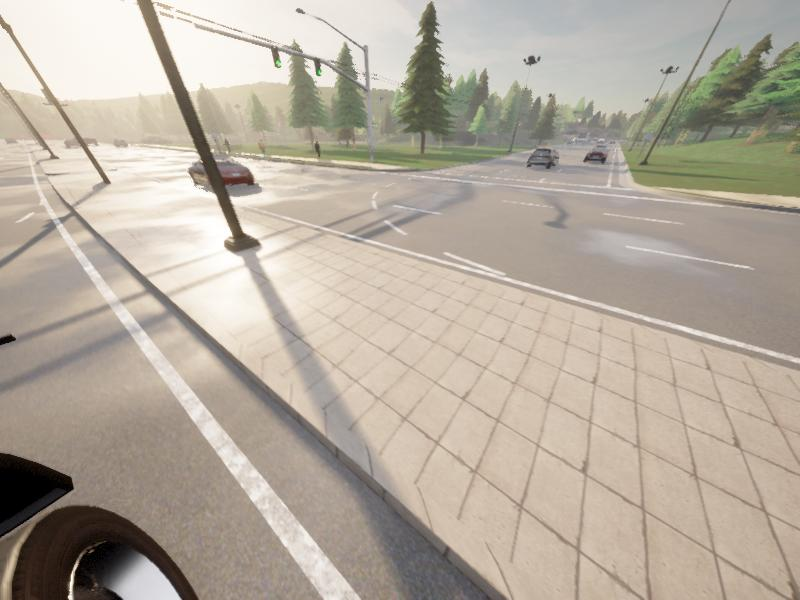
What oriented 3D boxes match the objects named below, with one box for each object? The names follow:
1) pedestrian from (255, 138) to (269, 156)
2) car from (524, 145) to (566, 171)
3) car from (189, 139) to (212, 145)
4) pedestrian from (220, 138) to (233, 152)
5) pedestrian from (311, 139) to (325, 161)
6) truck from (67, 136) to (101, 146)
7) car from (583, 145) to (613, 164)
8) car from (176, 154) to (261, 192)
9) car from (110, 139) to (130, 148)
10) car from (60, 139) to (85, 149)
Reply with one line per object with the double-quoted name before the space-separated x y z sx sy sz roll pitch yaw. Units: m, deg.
"pedestrian" -17.759 -19.735 29.796 0.751 1.860 0.751 25 42 30
"car" 13.363 -13.154 21.258 2.033 1.649 4.856 24 42 30
"car" -63.696 -50.673 73.900 2.128 1.511 4.902 24 42 30
"pedestrian" -26.533 -23.727 35.377 0.751 1.860 0.751 25 42 30
"pedestrian" -8.497 -15.515 23.898 0.751 1.860 0.751 25 42 31
"truck" -77.772 -39.202 56.946 6.274 2.098 2.390 13 37 17
"car" 22.964 -16.912 26.752 2.038 1.542 4.974 24 42 30
"car" -9.978 -7.122 12.723 4.181 1.385 1.994 23 41 28
"car" -63.559 -35.654 52.475 3.988 1.617 1.851 23 41 29
"car" -68.123 -32.606 48.101 5.027 1.651 2.152 24 41 29
